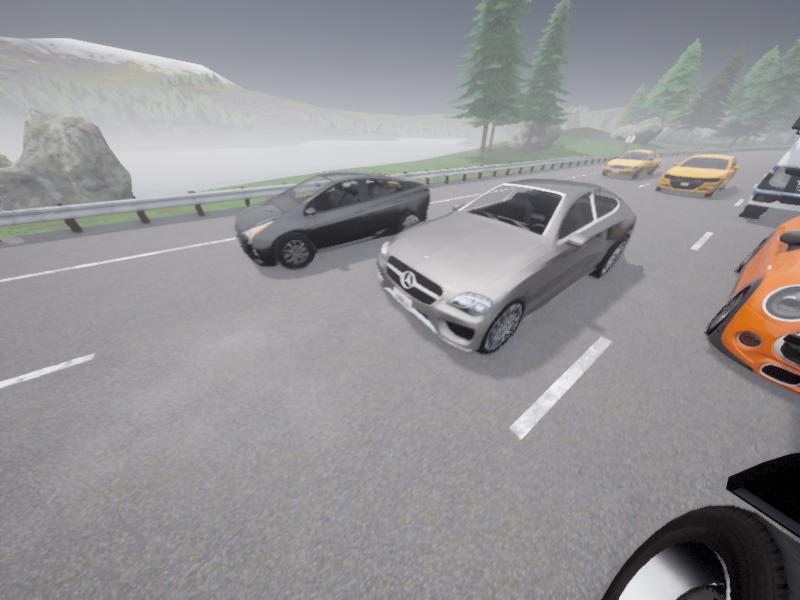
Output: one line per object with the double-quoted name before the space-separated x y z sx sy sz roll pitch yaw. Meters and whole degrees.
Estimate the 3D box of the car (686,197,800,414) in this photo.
"car" 6.016 -0.238 2.708 4.553 1.767 2.097 -23 42 -28

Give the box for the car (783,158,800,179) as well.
"car" 27.329 -8.771 14.757 4.611 1.667 2.242 -21 41 -27

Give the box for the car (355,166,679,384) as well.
"car" 2.085 -1.092 3.969 5.027 1.651 2.152 -22 41 -28

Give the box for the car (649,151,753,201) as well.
"car" 14.314 -6.029 10.972 5.008 1.535 1.882 -22 41 -28

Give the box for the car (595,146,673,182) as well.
"car" 15.126 -8.879 14.887 5.366 1.575 1.801 -22 41 -28

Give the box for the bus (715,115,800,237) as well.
"bus" 15.376 -4.972 7.200 10.273 4.253 3.944 -22 41 -28

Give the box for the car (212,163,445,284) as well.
"car" -1.366 -2.151 5.492 4.514 1.525 2.007 -22 41 -28
